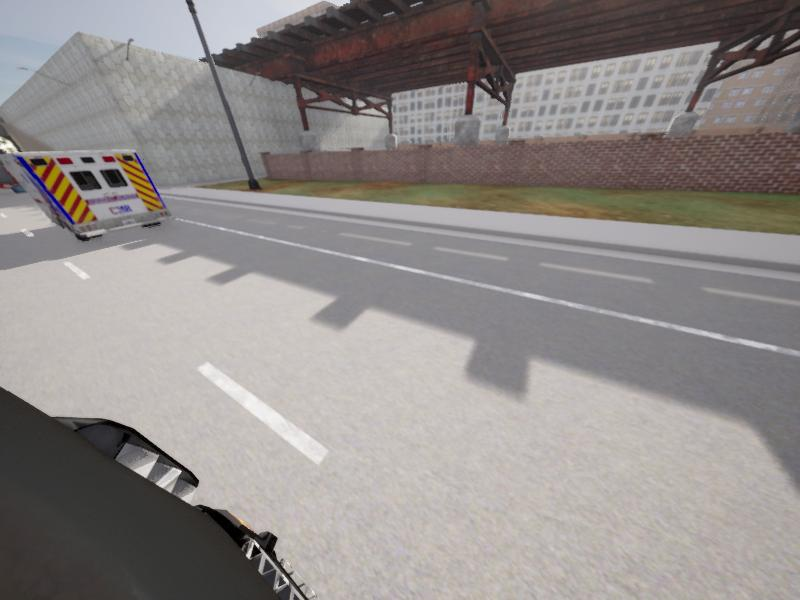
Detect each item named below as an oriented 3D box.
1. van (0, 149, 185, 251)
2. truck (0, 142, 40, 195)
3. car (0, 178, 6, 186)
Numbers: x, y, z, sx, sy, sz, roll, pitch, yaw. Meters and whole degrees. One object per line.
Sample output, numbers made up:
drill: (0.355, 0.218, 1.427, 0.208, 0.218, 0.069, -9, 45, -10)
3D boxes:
van: (-11.233, -3.819, 8.296, 6.366, 2.431, 2.351, 16, 38, 26)
truck: (-38.898, -12.371, 21.844, 8.468, 3.827, 2.891, 16, 38, 26)
car: (-53.840, -15.693, 30.043, 4.674, 1.442, 1.812, 16, 38, 26)
